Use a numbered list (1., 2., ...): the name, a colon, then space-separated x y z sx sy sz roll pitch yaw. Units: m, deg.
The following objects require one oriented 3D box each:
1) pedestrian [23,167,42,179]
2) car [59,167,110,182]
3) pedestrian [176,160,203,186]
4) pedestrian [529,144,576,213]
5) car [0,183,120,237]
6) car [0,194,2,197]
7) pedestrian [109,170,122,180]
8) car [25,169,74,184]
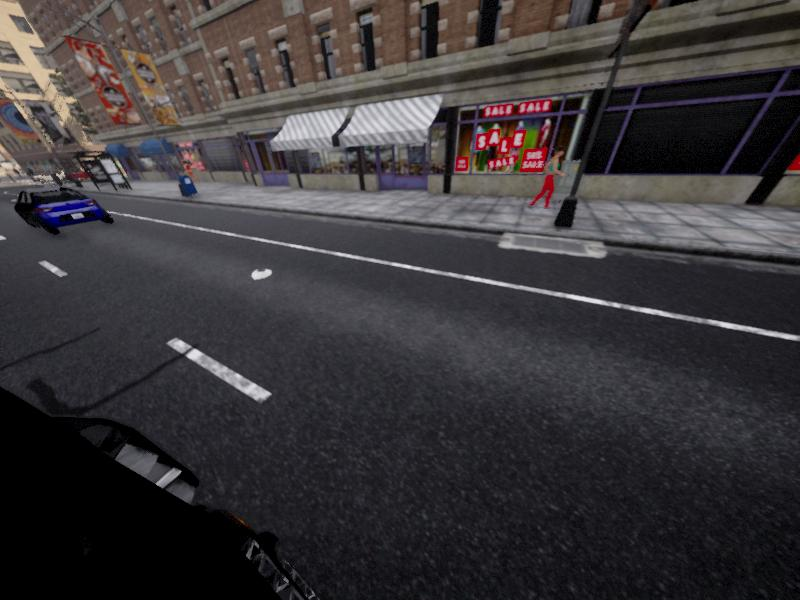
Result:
1. pedestrian: -64.627 -22.319 40.611 0.751 1.860 0.751 4 34 10
2. car: -45.837 -18.292 33.679 1.789 1.549 3.705 6 35 14
3. pedestrian: -17.898 -10.839 19.675 0.751 1.860 0.751 12 36 21
4. pedestrian: 4.817 -3.885 7.429 0.751 1.860 0.751 14 37 23
5. car: -14.034 -3.816 9.464 4.193 1.474 1.816 14 37 24
6. car: -38.410 -9.983 20.607 4.514 1.525 2.007 14 37 24
7. pedestrian: -36.042 -15.801 29.252 0.500 1.100 0.500 -20 37 -24
8. car: -51.010 -18.073 33.773 1.845 1.501 3.633 23 41 33
